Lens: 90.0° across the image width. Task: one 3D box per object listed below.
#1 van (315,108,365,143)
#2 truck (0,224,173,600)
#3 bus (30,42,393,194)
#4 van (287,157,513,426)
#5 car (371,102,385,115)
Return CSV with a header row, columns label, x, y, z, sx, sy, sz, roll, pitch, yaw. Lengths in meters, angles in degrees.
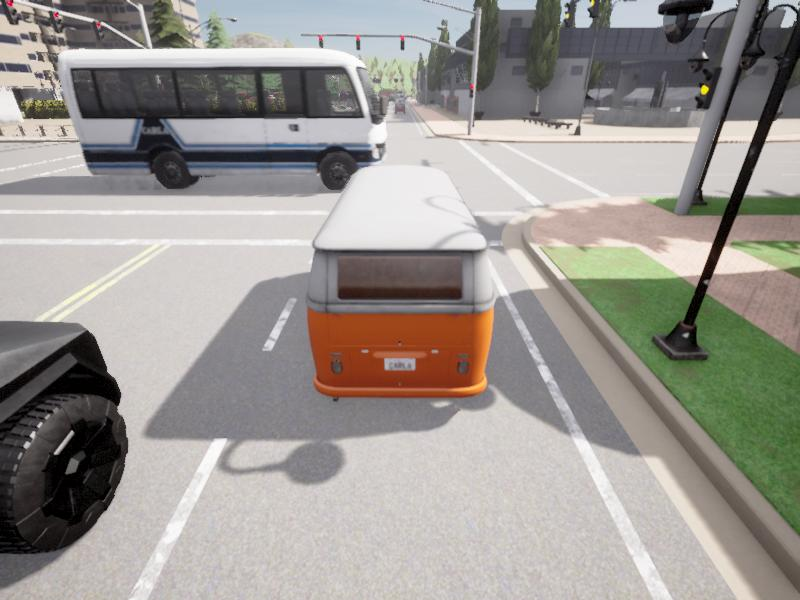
label,x,y,z,sx,sy,sz,roll,pitch,yaw
van,-4.154,-12.480,28.430,1.775,1.987,4.442,8,28,14
truck,-3.499,1.785,0.798,2.390,2.098,6.274,0,27,0
bus,-5.477,-6.335,14.124,10.273,4.253,3.944,1,27,2
van,0.010,-0.629,5.575,1.775,1.987,4.442,0,27,0
car,-3.480,-30.264,63.105,1.930,1.638,5.238,0,27,0
